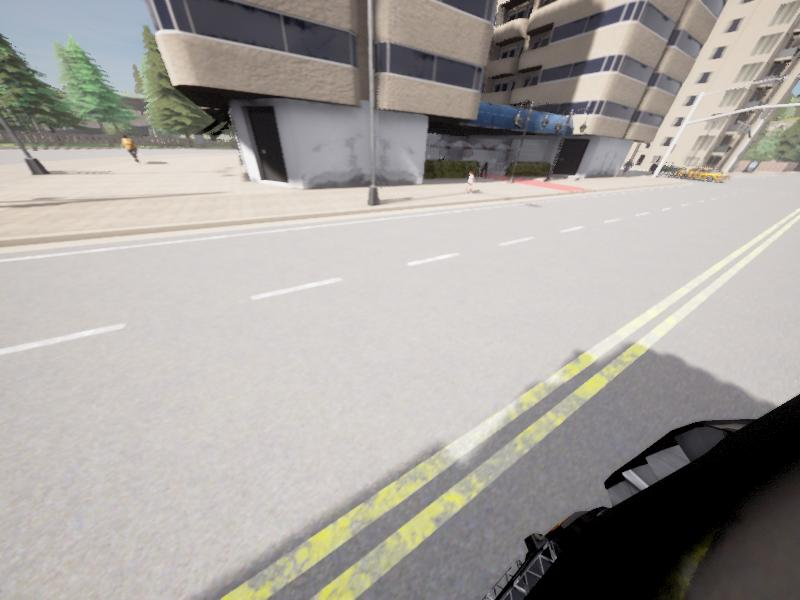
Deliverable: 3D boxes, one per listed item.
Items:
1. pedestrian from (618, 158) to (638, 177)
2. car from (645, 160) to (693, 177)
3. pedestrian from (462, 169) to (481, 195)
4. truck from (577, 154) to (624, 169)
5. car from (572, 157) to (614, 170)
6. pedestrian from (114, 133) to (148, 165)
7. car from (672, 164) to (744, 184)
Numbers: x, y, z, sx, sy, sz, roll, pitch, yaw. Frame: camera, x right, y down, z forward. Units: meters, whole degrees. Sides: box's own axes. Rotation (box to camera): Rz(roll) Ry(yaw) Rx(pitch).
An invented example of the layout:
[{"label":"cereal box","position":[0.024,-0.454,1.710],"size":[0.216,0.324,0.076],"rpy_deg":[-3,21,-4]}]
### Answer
[{"label":"pedestrian","position":[25.926,-15.100,26.308],"size":[0.751,1.860,0.751],"rpy_deg":[17,36,20]},{"label":"car","position":[39.511,-19.443,34.062],"size":[1.905,1.878,3.866],"rpy_deg":[-16,39,-26]},{"label":"pedestrian","position":[3.703,-6.127,12.000],"size":[0.500,1.100,0.500],"rpy_deg":[-16,38,-25]},{"label":"truck","position":[39.361,-27.270,45.521],"size":[2.390,2.098,6.274],"rpy_deg":[-16,38,-26]},{"label":"car","position":[34.337,-24.396,41.282],"size":[1.930,1.638,5.238],"rpy_deg":[-16,38,-26]},{"label":"pedestrian","position":[-19.061,-10.717,16.403],"size":[0.751,1.860,0.751],"rpy_deg":[-16,38,-25]},{"label":"car","position":[37.214,-15.451,28.232],"size":[1.801,1.575,5.366],"rpy_deg":[2,34,1]}]
